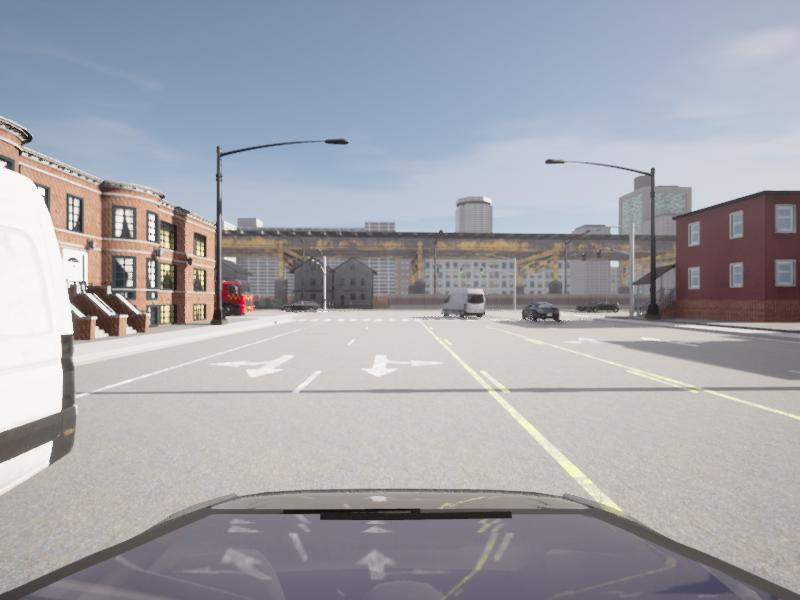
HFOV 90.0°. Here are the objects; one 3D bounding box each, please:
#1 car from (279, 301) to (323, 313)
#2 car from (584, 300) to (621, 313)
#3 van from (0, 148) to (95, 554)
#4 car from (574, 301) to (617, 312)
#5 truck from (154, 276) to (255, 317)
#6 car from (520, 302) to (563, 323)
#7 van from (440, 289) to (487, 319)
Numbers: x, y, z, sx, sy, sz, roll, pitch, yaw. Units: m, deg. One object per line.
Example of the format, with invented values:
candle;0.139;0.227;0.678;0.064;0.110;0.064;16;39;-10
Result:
car;-12.301;0.838;49.852;4.902;1.511;2.128;0;0;0
car;25.327;0.816;50.007;3.705;1.549;1.789;0;0;0
van;-3.510;0.322;0.351;1.988;2.561;5.915;0;0;0
car;26.137;0.846;53.509;4.892;1.490;1.837;0;0;0
truck;-19.040;-0.319;39.318;8.468;3.827;2.891;0;0;0
car;10.624;0.871;30.324;1.812;1.442;4.674;0;0;3
van;5.678;0.324;36.751;1.988;2.561;5.915;1;0;-15
